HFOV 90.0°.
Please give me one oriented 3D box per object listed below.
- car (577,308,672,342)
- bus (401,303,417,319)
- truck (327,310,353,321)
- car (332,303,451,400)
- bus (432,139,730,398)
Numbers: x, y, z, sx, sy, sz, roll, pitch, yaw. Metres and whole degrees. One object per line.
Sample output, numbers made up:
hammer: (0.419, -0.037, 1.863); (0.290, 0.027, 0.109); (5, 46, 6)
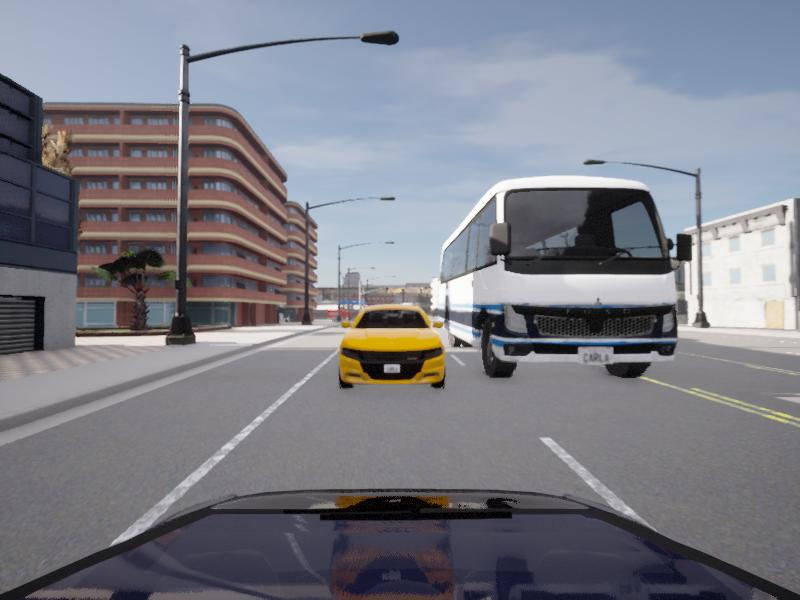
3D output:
car: (10.167, 1.067, 18.535); (1.994, 1.385, 4.181); (0, -1, -1)
bus: (2.368, 3.083, 110.426); (3.944, 4.253, 10.273); (0, -2, -1)
truck: (-12.924, 3.292, 86.303); (5.204, 2.467, 2.627); (0, -2, -2)
car: (-0.167, 0.841, 8.827); (1.882, 1.535, 5.008); (0, -1, -1)
bus: (3.404, -0.486, 11.738); (3.944, 4.253, 10.273); (0, 0, -1)
